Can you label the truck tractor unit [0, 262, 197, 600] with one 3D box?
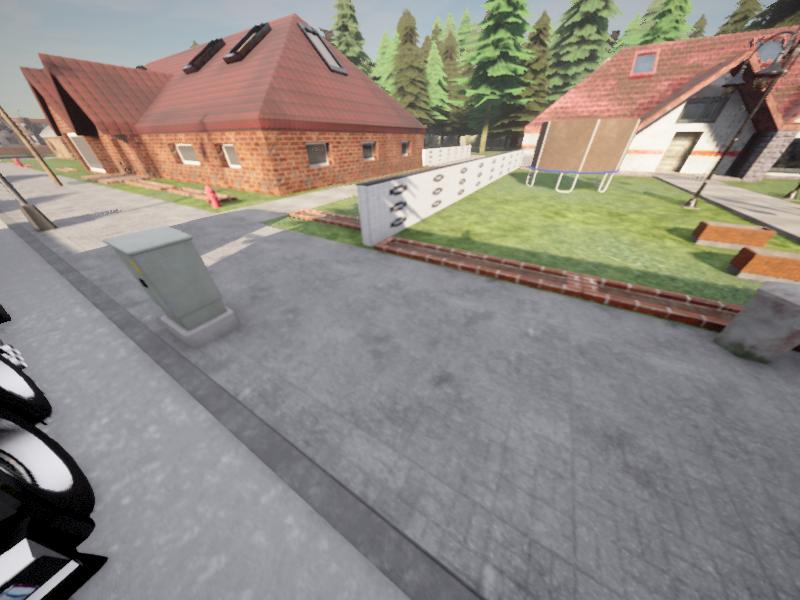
[{"bbox_3d":[-5.107,-0.304,0.780,6.516,4.208,3.053,19,39,24],"label":"truck tractor unit"}]
